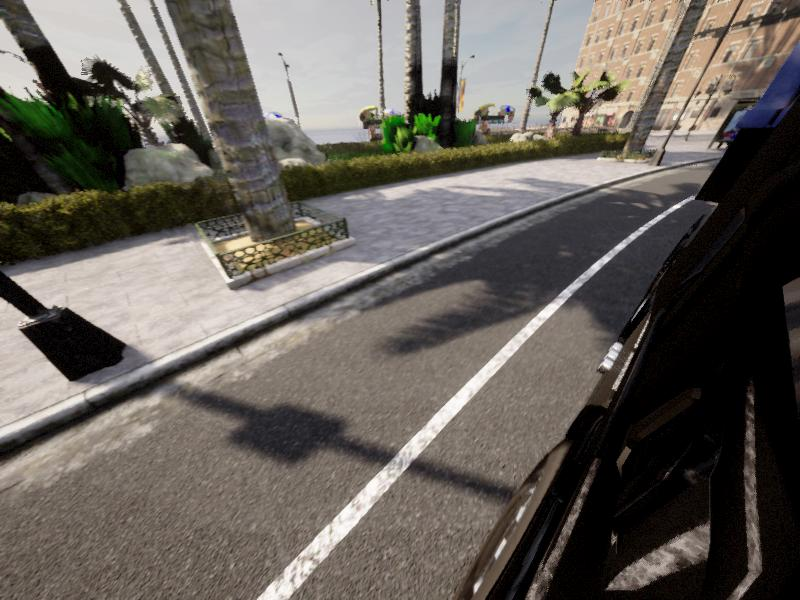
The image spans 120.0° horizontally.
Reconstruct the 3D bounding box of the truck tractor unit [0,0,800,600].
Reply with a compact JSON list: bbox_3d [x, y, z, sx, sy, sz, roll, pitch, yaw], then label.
[{"bbox_3d":[2.645,-0.295,0.351,6.516,4.208,3.053,-28,44,-30],"label":"truck tractor unit"}]

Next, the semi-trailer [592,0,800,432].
[{"bbox_3d":[9.087,-3.292,3.828,14.254,4.402,2.717,-23,41,-25],"label":"semi-trailer"}]
